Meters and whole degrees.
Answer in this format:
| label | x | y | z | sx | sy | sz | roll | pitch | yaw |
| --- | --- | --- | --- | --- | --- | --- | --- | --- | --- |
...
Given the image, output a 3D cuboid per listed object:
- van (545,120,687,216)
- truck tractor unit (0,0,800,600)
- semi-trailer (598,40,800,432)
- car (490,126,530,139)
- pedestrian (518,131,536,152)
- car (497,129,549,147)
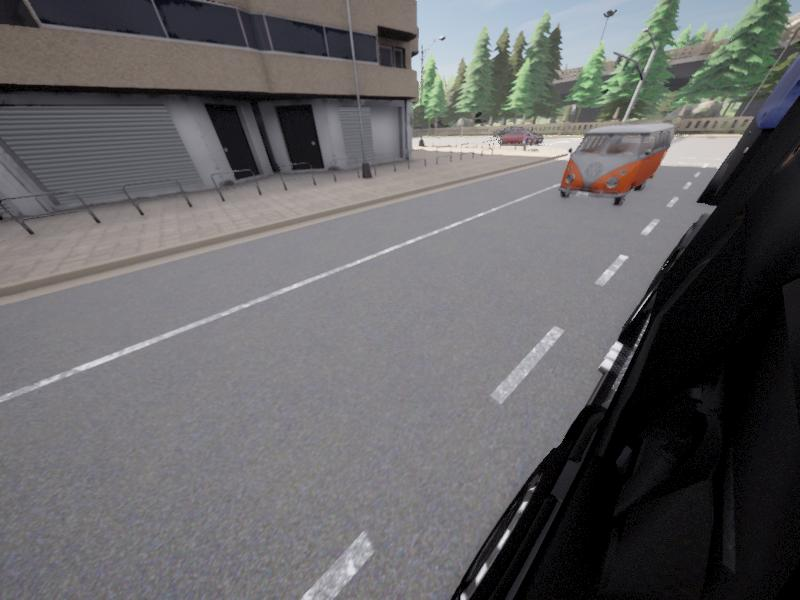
| label | x | y | z | sx | sy | sz | roll | pitch | yaw |
| --- | --- | --- | --- | --- | --- | --- | --- | --- | --- |
| van | 6.927 | -4.411 | 7.414 | 4.442 | 1.987 | 1.775 | -28 | 44 | -30 |
| truck tractor unit | 2.645 | -0.295 | 0.351 | 6.516 | 4.208 | 3.053 | -28 | 44 | -30 |
| semi-trailer | 8.690 | -3.623 | 4.219 | 14.254 | 4.402 | 2.717 | -28 | 44 | -30 |
| car | 16.083 | -24.614 | 34.015 | 1.837 | 1.490 | 4.892 | -28 | 43 | -29 |
| pedestrian | 9.906 | -12.343 | 18.053 | 0.751 | 1.300 | 0.751 | 22 | 43 | 29 |
| car | 12.644 | -16.877 | 24.051 | 1.994 | 1.385 | 4.181 | -27 | 43 | -29 |
